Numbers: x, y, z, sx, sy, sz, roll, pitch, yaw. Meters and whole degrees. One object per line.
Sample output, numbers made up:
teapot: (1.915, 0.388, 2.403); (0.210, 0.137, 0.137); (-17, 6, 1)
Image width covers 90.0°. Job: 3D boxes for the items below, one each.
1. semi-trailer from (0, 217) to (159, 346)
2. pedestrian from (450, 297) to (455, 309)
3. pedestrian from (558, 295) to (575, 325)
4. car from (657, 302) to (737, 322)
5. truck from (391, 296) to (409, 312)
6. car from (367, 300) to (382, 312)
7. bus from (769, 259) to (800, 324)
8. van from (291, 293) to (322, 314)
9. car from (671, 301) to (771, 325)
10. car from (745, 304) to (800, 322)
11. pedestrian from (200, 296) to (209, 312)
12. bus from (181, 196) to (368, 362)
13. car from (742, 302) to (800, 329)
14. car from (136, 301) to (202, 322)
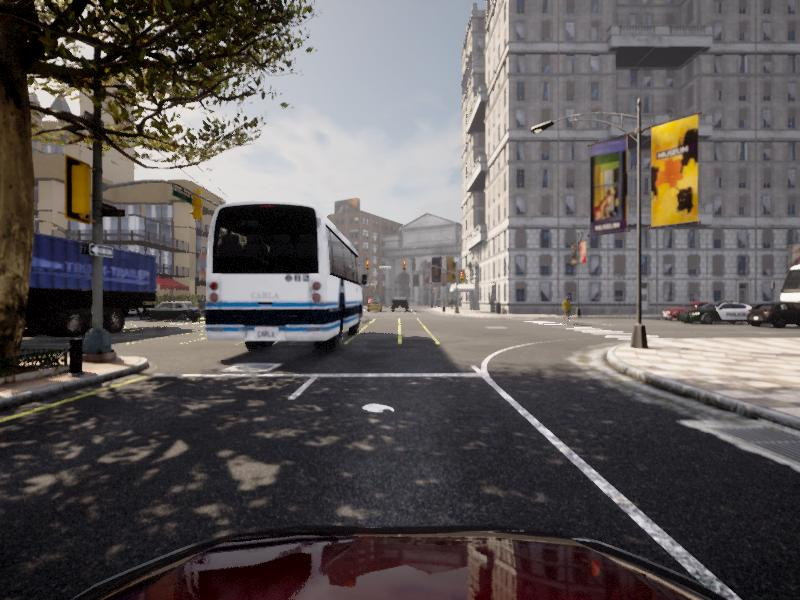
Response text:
semi-trailer: (-15.014, -0.619, 15.579); (2.717, 4.402, 14.254); (0, 0, 0)
pedestrian: (8.394, 0.476, 64.232); (0.751, 1.860, 0.751); (0, 0, 5)
pedestrian: (10.505, 0.634, 25.195); (0.751, 1.860, 0.751); (0, 0, 0)
car: (22.211, 0.865, 30.011); (4.674, 1.442, 1.812); (0, 0, 0)
truck: (0.000, 0.534, 57.604); (2.390, 2.098, 6.274); (0, 0, 0)
car: (-3.500, 0.793, 55.647); (1.801, 1.575, 5.366); (0, 0, 0)
bus: (31.364, -0.538, 26.425); (10.273, 4.253, 3.944); (0, 0, 0)
van: (-11.502, 0.371, 49.802); (2.351, 2.431, 6.366); (0, 0, 0)
car: (21.155, 0.822, 26.511); (4.974, 1.542, 2.038); (0, 0, 0)
car: (29.057, 0.939, 30.045); (4.718, 1.301, 1.895); (0, 0, 0)
pedestrian: (-22.214, 0.478, 45.454); (0.751, 1.860, 0.751); (0, 0, 0)
bus: (-3.620, -0.536, 15.358); (3.944, 4.253, 10.273); (0, 0, 0)
car: (22.546, 0.851, 23.029); (4.193, 1.474, 1.816); (0, 0, 0)
car: (-17.144, 0.849, 29.795); (3.806, 1.475, 1.970); (0, 0, 0)
